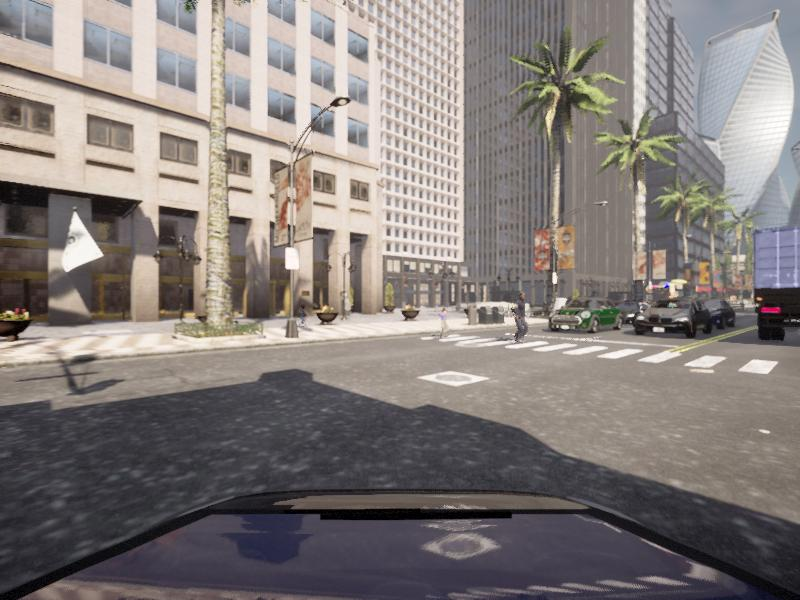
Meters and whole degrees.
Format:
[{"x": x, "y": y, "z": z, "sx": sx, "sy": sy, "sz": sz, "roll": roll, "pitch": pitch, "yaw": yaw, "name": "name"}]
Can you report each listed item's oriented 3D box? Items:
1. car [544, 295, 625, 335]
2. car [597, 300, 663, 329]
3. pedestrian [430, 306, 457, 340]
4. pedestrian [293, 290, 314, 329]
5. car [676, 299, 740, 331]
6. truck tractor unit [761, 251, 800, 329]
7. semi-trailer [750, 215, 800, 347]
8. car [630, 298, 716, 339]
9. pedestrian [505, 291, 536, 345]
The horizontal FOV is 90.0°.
[{"x": 9.395, "y": 0.674, "z": 20.191, "sx": 4.553, "sy": 1.767, "sz": 2.097, "roll": 0, "pitch": 0, "yaw": -42, "name": "car"}, {"x": 14.075, "y": 0.803, "z": 24.364, "sx": 4.974, "sy": 1.542, "sz": 2.038, "roll": 0, "pitch": 0, "yaw": -42, "name": "car"}, {"x": 1.742, "y": 0.899, "z": 16.068, "sx": 0.751, "sy": 1.300, "sz": 0.751, "roll": 0, "pitch": 0, "yaw": -44, "name": "pedestrian"}, {"x": -4.798, "y": 0.460, "z": 19.821, "sx": 0.751, "sy": 1.860, "sz": 0.751, "roll": 0, "pitch": 0, "yaw": -40, "name": "pedestrian"}, {"x": 17.707, "y": 0.757, "z": 22.913, "sx": 4.856, "sy": 1.649, "sz": 2.033, "roll": 0, "pitch": 0, "yaw": -42, "name": "car"}, {"x": 24.074, "y": -0.543, "z": 23.900, "sx": 6.516, "sy": 4.208, "sz": 3.053, "roll": 0, "pitch": 0, "yaw": -42, "name": "truck tractor unit"}, {"x": 18.435, "y": -0.636, "z": 18.347, "sx": 2.717, "sy": 4.402, "sz": 14.254, "roll": 0, "pitch": 0, "yaw": 45, "name": "semi-trailer"}, {"x": 12.605, "y": 0.739, "z": 18.366, "sx": 4.611, "sy": 1.667, "sz": 2.242, "roll": 0, "pitch": 0, "yaw": -42, "name": "car"}, {"x": 4.331, "y": 0.621, "z": 14.367, "sx": 0.751, "sy": 1.860, "sz": 0.751, "roll": 0, "pitch": 0, "yaw": -33, "name": "pedestrian"}]
